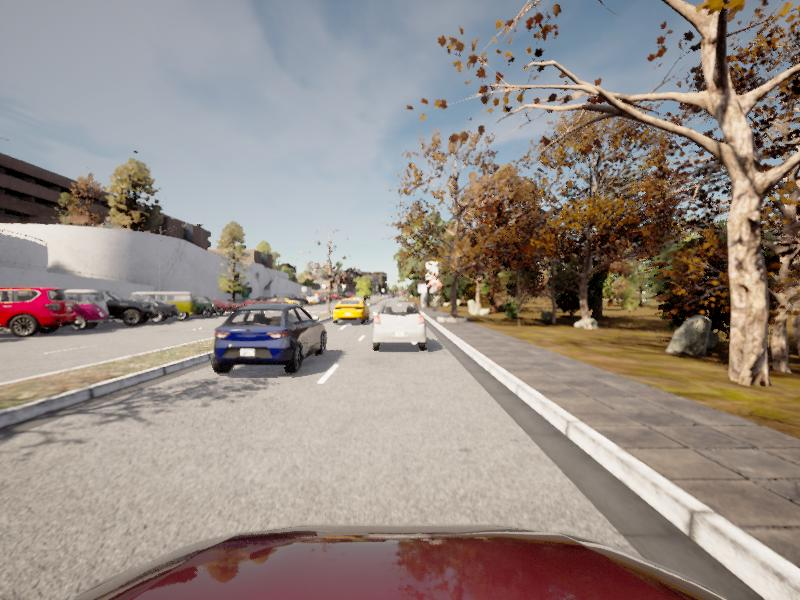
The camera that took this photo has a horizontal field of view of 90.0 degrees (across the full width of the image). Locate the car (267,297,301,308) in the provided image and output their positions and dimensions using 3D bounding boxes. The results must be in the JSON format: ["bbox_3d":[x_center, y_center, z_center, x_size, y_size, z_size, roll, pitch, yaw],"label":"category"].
[{"bbox_3d":[-16.935,0.366,58.447,4.674,1.452,2.002,-1,0,-20],"label":"car"}]

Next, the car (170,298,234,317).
[{"bbox_3d":[-16.902,0.615,34.427,4.674,1.452,2.002,-1,1,-20],"label":"car"}]

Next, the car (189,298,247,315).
[{"bbox_3d":[-16.884,0.574,37.445,4.792,1.488,2.163,-1,0,-20],"label":"car"}]

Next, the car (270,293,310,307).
[{"bbox_3d":[-16.911,0.038,61.462,5.566,2.045,2.435,-1,0,-20],"label":"car"}]

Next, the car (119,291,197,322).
[{"bbox_3d":[-17.013,0.410,28.417,4.442,1.987,1.878,-1,1,-20],"label":"car"}]

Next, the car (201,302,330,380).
[{"bbox_3d":[-3.017,0.819,9.967,1.816,1.474,4.193,0,0,0],"label":"car"}]

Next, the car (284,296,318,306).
[{"bbox_3d":[-16.767,0.187,67.519,5.366,1.575,1.946,-1,1,-20],"label":"car"}]

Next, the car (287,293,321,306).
[{"bbox_3d":[-16.970,-0.111,70.441,5.566,2.045,2.435,-1,1,-20],"label":"car"}]

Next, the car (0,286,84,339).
[{"bbox_3d":[-16.919,0.501,16.513,5.566,2.045,2.435,-1,1,-20],"label":"car"}]

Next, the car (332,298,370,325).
[{"bbox_3d":[-3.042,0.646,25.807,1.882,1.535,5.008,0,1,0],"label":"car"}]

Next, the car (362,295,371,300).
[{"bbox_3d":[-8.905,-0.589,105.565,1.895,1.301,4.718,0,1,0],"label":"car"}]

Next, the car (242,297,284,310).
[{"bbox_3d":[-16.896,0.454,49.450,4.792,1.488,2.163,-1,0,-20],"label":"car"}]

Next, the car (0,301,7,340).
[{"bbox_3d":[-16.883,0.816,13.544,4.674,1.452,2.002,-1,1,-20],"label":"car"}]

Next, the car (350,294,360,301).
[{"bbox_3d":[-11.905,-0.710,105.845,2.242,1.667,4.611,0,1,0],"label":"car"}]

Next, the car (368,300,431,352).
[{"bbox_3d":[-0.022,0.764,13.650,1.845,1.501,3.633,0,1,0],"label":"car"}]

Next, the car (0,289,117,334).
[{"bbox_3d":[-16.787,0.496,19.556,4.442,1.987,1.878,-1,0,-20],"label":"car"}]

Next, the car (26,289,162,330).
[{"bbox_3d":[-16.874,0.442,22.509,5.566,2.045,2.435,-1,0,-20],"label":"car"}]

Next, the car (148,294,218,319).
[{"bbox_3d":[-16.876,0.478,31.453,4.553,1.767,2.185,-1,1,-20],"label":"car"}]

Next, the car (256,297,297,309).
[{"bbox_3d":[-17.099,0.362,55.373,5.366,1.575,1.946,-1,1,-20],"label":"car"}]

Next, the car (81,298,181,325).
[{"bbox_3d":[-16.892,0.665,25.480,4.892,1.521,2.231,-1,1,-20],"label":"car"}]
